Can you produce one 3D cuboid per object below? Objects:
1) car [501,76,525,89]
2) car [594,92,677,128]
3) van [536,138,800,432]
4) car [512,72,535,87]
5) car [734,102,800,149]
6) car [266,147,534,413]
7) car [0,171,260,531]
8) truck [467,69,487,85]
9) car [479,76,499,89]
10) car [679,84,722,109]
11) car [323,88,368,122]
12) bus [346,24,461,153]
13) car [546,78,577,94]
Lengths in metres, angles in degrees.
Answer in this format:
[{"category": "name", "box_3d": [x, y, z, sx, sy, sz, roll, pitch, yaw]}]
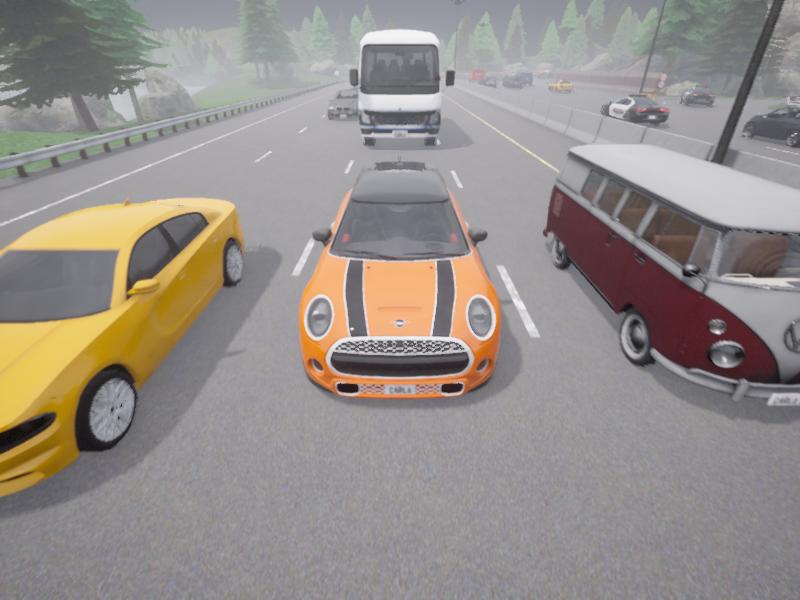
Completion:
[{"category": "car", "box_3d": [17.361, -33.496, 61.631, 2.242, 1.667, 4.611, 0, 30, 0]}, {"category": "car", "box_3d": [13.989, -11.556, 24.200, 2.038, 1.542, 4.974, 0, 31, 0]}, {"category": "van", "box_3d": [3.501, -0.718, 5.248, 1.775, 1.987, 4.442, 0, 30, 0]}, {"category": "car", "box_3d": [20.839, -37.396, 67.795, 2.150, 2.045, 5.566, 0, 30, 0]}, {"category": "car", "box_3d": [17.496, -7.876, 17.920, 1.845, 1.501, 3.633, 0, 30, 0]}, {"category": "car", "box_3d": [-0.001, -0.778, 5.535, 2.097, 1.767, 4.553, 0, 30, 0]}, {"category": "car", "box_3d": [-3.499, -0.190, 4.785, 1.882, 1.535, 5.008, 0, 30, 0]}, {"category": "truck", "box_3d": [13.837, -40.308, 72.332, 2.627, 2.467, 5.204, 1, 30, 1]}, {"category": "car", "box_3d": [13.858, -34.179, 62.691, 2.033, 1.649, 4.856, 0, 30, 0]}, {"category": "car", "box_3d": [26.176, -17.911, 35.057, 2.038, 1.542, 4.974, 15, 34, 21]}, {"category": "car", "box_3d": [-3.462, -12.877, 26.307, 2.242, 1.667, 4.611, 0, 30, 1]}, {"category": "bus", "box_3d": [0.115, -10.270, 19.309, 3.944, 4.253, 10.273, 0, 30, 0]}, {"category": "car", "box_3d": [20.896, -27.914, 52.102, 1.801, 1.575, 5.366, 0, 30, 0]}]
